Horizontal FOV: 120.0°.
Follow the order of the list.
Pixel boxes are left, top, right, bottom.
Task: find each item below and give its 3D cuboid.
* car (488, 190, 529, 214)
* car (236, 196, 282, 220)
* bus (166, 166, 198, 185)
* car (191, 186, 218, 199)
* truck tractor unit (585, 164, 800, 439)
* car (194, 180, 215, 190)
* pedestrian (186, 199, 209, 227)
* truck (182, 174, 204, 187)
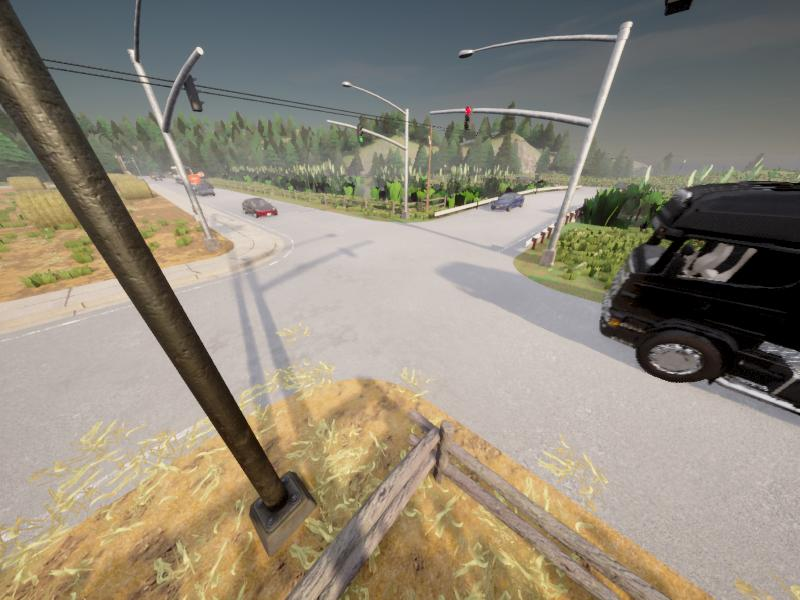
[{"bbox_3d":[11.213,-10.164,23.755,4.674,1.442,1.812,-28,40,-35],"label":"car"},{"bbox_3d":[-13.844,-9.098,22.586,4.792,1.488,2.163,25,38,36],"label":"car"},{"bbox_3d":[-59.719,-34.209,63.302,10.273,4.253,3.944,25,38,36],"label":"bus"},{"bbox_3d":[-31.017,-17.141,36.604,5.357,1.411,2.033,25,38,36],"label":"car"},{"bbox_3d":[8.162,0.106,3.977,6.516,4.208,3.053,23,37,34],"label":"truck tractor unit"},{"bbox_3d":[-42.226,-24.832,49.894,5.027,1.651,2.152,25,38,36],"label":"car"},{"bbox_3d":[-15.451,-6.687,17.679,0.751,1.860,0.751,-20,35,-31],"label":"pedestrian"},{"bbox_3d":[-50.483,-29.172,56.364,5.204,2.467,2.627,25,38,36],"label":"truck"}]
